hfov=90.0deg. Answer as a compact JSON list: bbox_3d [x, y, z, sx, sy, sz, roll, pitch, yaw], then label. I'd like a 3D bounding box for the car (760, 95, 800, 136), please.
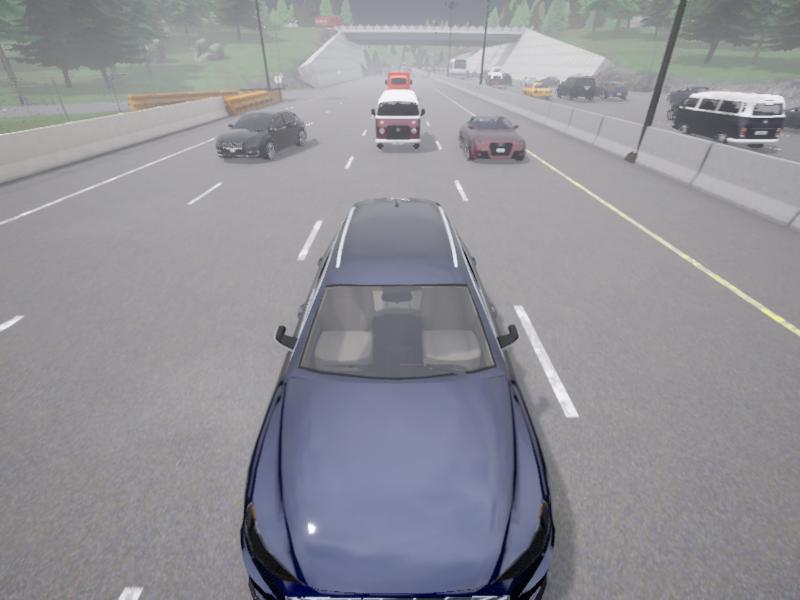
[{"bbox_3d":[20.930,-8.957,19.566,2.242,1.667,4.611,0,30,0],"label":"car"}]

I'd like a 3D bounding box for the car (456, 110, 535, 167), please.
[{"bbox_3d":[3.439,-6.277,15.294,1.994,1.385,4.181,0,30,0],"label":"car"}]

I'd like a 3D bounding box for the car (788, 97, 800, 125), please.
[{"bbox_3d":[24.421,-10.158,21.613,2.242,1.667,4.611,0,30,0],"label":"car"}]

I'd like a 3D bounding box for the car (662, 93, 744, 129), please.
[{"bbox_3d":[17.419,-11.060,23.258,1.789,1.549,3.705,0,30,0],"label":"car"}]

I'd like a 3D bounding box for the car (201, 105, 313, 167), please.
[{"bbox_3d":[-5.267,-6.551,15.633,1.837,1.490,4.892,6,31,10],"label":"car"}]

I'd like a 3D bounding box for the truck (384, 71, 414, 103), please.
[{"bbox_3d":[-0.120,-20.562,38.519,2.627,2.467,5.204,0,30,0],"label":"truck"}]

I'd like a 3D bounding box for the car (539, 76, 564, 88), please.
[{"bbox_3d":[24.318,-35.199,64.508,2.033,1.411,5.357,0,30,0],"label":"car"}]

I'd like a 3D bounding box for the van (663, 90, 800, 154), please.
[{"bbox_3d":[13.933,-7.766,17.171,2.069,2.038,4.480,0,30,0],"label":"van"}]

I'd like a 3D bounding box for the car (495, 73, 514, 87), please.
[{"bbox_3d":[17.314,-36.733,66.640,1.932,1.855,4.605,0,31,0],"label":"car"}]

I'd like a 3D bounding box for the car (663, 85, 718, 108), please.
[{"bbox_3d":[24.393,-17.233,33.791,1.845,1.501,3.633,0,30,0],"label":"car"}]

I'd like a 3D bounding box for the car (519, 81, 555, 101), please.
[{"bbox_3d":[13.876,-21.376,40.791,1.801,1.575,5.366,0,30,0],"label":"car"}]

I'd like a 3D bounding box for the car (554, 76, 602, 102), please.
[{"bbox_3d":[17.378,-20.908,39.536,2.150,2.045,5.566,0,30,0],"label":"car"}]

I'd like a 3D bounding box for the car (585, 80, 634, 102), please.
[{"bbox_3d":[20.877,-21.016,40.142,2.152,1.651,5.027,0,31,0],"label":"car"}]

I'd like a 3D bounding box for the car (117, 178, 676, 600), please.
[{"bbox_3d":[-0.027,0.228,3.965,2.033,1.649,4.856,0,30,0],"label":"car"}]

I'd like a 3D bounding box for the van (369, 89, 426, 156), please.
[{"bbox_3d":[-0.058,-7.646,16.951,2.069,2.038,4.480,0,31,0],"label":"van"}]

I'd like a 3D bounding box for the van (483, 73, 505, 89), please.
[{"bbox_3d":[13.832,-32.346,59.008,2.069,2.038,4.480,0,30,0],"label":"van"}]

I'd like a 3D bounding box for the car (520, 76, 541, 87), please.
[{"bbox_3d":[20.819,-35.038,64.182,1.812,1.442,4.674,0,31,0],"label":"car"}]
